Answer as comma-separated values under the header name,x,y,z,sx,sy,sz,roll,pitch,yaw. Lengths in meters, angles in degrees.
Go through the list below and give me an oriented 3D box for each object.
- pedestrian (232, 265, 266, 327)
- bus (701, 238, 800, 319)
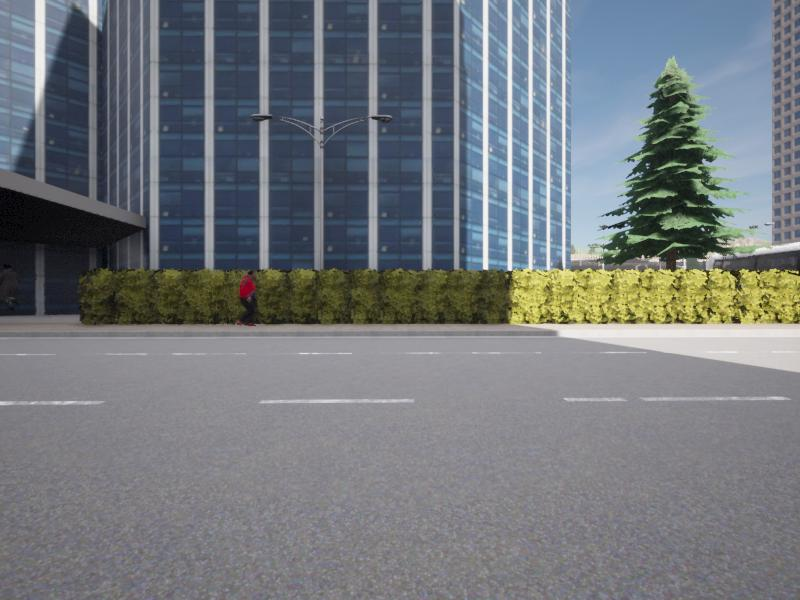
name,x,y,z,sx,sy,sz,roll,pitch,yaw
pedestrian,-4.615,-0.115,12.244,0.751,1.860,0.751,0,0,2
bus,23.015,-1.137,22.721,3.944,4.253,10.273,0,0,-1
